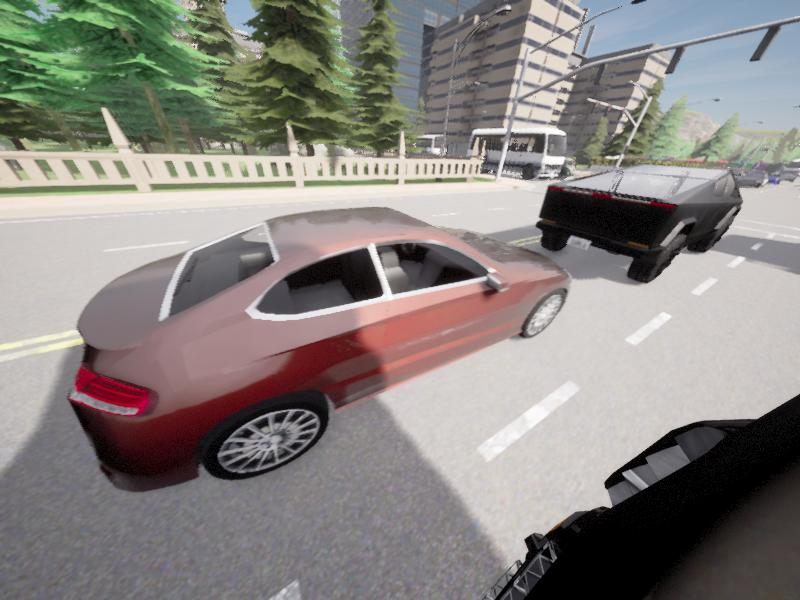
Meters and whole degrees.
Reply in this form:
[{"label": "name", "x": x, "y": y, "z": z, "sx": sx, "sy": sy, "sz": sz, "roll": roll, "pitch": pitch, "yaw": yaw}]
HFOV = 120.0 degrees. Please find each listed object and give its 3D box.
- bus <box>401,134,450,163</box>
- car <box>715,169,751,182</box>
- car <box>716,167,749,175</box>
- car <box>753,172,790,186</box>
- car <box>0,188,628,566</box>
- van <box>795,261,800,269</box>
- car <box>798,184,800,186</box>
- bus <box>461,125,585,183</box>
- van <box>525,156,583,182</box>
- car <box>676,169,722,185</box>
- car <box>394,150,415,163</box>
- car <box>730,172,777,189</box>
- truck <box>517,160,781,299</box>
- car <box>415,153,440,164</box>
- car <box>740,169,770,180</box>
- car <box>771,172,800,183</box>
[{"label": "bus", "x": 4.612, "y": -30.000, "z": 45.730, "sx": 3.944, "sy": 4.253, "sz": 10.273, "roll": -16, "pitch": 38, "yaw": -26}, {"label": "car", "x": 51.225, "y": -19.140, "z": 35.560, "sx": 4.974, "sy": 1.542, "sz": 2.038, "roll": -15, "pitch": 38, "yaw": -26}, {"label": "car", "x": 89.748, "y": -34.925, "z": 62.451, "sx": 2.242, "sy": 1.667, "sz": 4.611, "roll": -16, "pitch": 38, "yaw": -26}, {"label": "car", "x": 54.179, "y": -17.728, "z": 33.692, "sx": 4.514, "sy": 1.525, "sz": 2.007, "roll": -16, "pitch": 38, "yaw": -26}, {"label": "car", "x": -0.077, "y": -0.214, "z": 2.819, "sx": 5.027, "sy": 1.651, "sz": 2.152, "roll": -16, "pitch": 38, "yaw": -26}, {"label": "van", "x": 12.795, "y": -1.762, "z": 5.857, "sx": 4.442, "sy": 1.987, "sz": 1.775, "roll": -16, "pitch": 38, "yaw": -26}, {"label": "car", "x": 60.301, "y": -17.281, "z": 33.385, "sx": 5.238, "sy": 1.638, "sz": 1.930, "roll": -16, "pitch": 38, "yaw": -26}, {"label": "bus", "x": 11.826, "y": -15.332, "z": 24.191, "sx": 3.944, "sy": 4.253, "sz": 10.273, "roll": -16, "pitch": 38, "yaw": -26}, {"label": "van", "x": 16.178, "y": -13.969, "z": 24.537, "sx": 1.775, "sy": 1.987, "sz": 4.442, "roll": -18, "pitch": 39, "yaw": -28}, {"label": "car", "x": 36.312, "y": -14.964, "z": 28.069, "sx": 4.514, "sy": 1.525, "sz": 2.007, "roll": -15, "pitch": 37, "yaw": -25}, {"label": "car", "x": 0.718, "y": -25.106, "z": 40.434, "sx": 1.851, "sy": 1.617, "sz": 3.988, "roll": -16, "pitch": 38, "yaw": -26}, {"label": "car", "x": 42.565, "y": -14.459, "z": 27.805, "sx": 4.974, "sy": 1.542, "sz": 2.038, "roll": -16, "pitch": 38, "yaw": -26}, {"label": "truck", "x": 6.414, "y": -2.244, "z": 5.969, "sx": 6.274, "sy": 2.098, "sz": 2.390, "roll": -16, "pitch": 38, "yaw": -26}, {"label": "car", "x": 4.794, "y": -24.849, "z": 40.523, "sx": 1.812, "sy": 1.442, "sz": 4.674, "roll": -16, "pitch": 38, "yaw": -26}, {"label": "car", "x": 66.654, "y": -23.545, "z": 43.336, "sx": 4.856, "sy": 1.649, "sz": 2.033, "roll": -16, "pitch": 38, "yaw": -26}, {"label": "car", "x": 69.321, "y": -21.982, "z": 41.377, "sx": 4.902, "sy": 1.511, "sz": 2.128, "roll": -16, "pitch": 38, "yaw": -26}]
